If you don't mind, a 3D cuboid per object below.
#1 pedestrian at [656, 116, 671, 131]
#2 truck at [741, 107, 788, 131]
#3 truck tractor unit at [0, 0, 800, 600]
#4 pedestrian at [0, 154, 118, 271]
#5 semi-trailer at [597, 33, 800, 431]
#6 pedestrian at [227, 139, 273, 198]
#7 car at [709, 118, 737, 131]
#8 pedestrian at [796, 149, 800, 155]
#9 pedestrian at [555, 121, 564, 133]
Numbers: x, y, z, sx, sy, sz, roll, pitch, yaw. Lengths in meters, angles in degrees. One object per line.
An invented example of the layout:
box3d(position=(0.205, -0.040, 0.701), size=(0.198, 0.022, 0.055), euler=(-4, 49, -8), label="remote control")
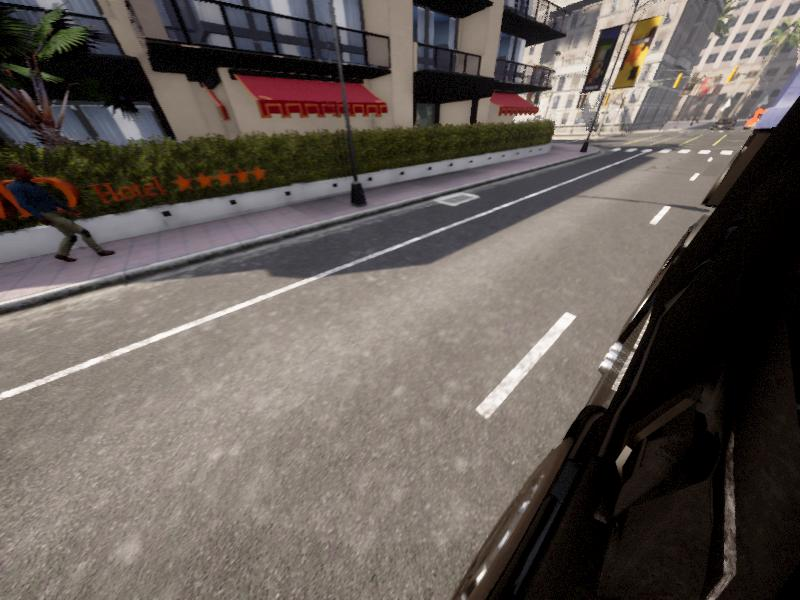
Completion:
box3d(position=(42.202, -28.199, 36.985), size=(0.751, 1.860, 0.751), euler=(-30, 44, -31), label="pedestrian")
box3d(position=(52.309, -26.076, 33.298), size=(5.204, 2.467, 2.627), euler=(-28, 44, -30), label="truck")
box3d(position=(2.645, -0.295, 0.351), size=(6.516, 4.208, 3.053), euler=(-28, 44, -30), label="truck tractor unit")
box3d(position=(-6.696, -1.638, 4.409), size=(0.751, 1.860, 0.751), euler=(-24, 41, -26), label="pedestrian")
box3d(position=(8.747, -3.565, 4.190), size=(14.254, 4.402, 2.717), euler=(-27, 43, -29), label="semi-trailer")
box3d(position=(-5.811, -5.107, 9.005), size=(0.751, 1.860, 0.751), euler=(-29, 44, -31), label="pedestrian")
box3d(position=(49.591, -26.969, 35.481), size=(4.892, 1.490, 1.837), euler=(-28, 43, -30), label="car")
box3d(position=(24.067, -9.353, 13.098), size=(0.751, 1.860, 0.751), euler=(-27, 43, -29), label="pedestrian")
box3d(position=(32.156, -34.903, 46.595), size=(0.751, 1.860, 0.751), euler=(-26, 43, -28), label="pedestrian")
